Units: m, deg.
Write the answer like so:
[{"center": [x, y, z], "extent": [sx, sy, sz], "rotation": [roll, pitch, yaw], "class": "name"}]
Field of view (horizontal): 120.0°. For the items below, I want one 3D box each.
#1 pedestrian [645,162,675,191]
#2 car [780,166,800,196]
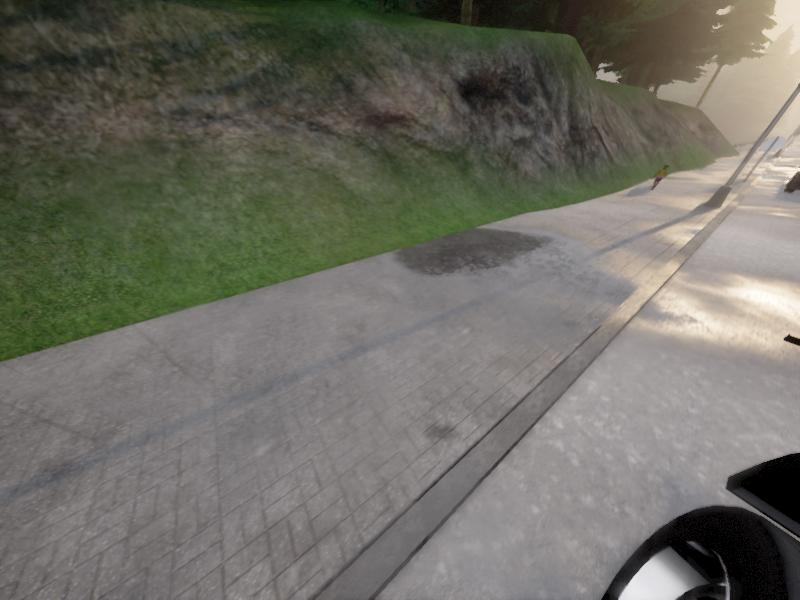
[{"center": [12.209, -5.796, 10.857], "extent": [0.500, 1.100, 0.500], "rotation": [-30, 45, -35], "class": "pedestrian"}, {"center": [20.183, -5.826, 10.569], "extent": [4.611, 1.667, 2.242], "rotation": [-22, 41, -28], "class": "car"}]
